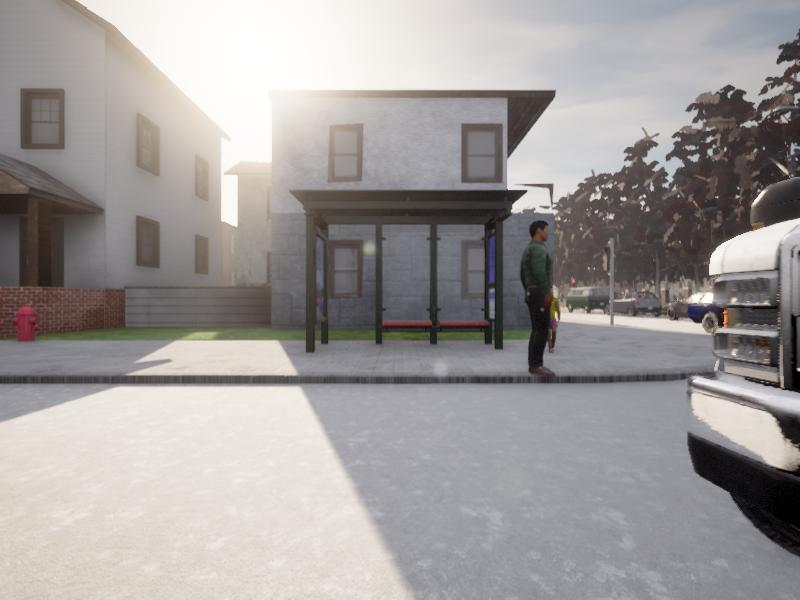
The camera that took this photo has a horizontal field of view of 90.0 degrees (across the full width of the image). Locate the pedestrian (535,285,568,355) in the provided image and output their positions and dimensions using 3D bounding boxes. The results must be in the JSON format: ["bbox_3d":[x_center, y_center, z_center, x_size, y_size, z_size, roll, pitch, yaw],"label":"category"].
[{"bbox_3d":[2.478,0.308,6.570,0.500,1.100,0.500,0,0,19],"label":"pedestrian"}]

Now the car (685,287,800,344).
[{"bbox_3d":[10.039,0.351,10.454,1.895,1.301,4.718,0,0,1],"label":"car"}]

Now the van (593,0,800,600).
[{"bbox_3d":[4.175,-0.220,1.665,6.366,2.431,2.351,0,0,-21],"label":"van"}]

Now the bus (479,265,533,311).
[{"bbox_3d":[10.744,-1.113,41.868,3.944,4.253,10.273,0,0,6],"label":"bus"}]

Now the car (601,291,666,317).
[{"bbox_3d":[14.191,0.242,24.569,1.845,1.501,3.633,0,0,-1],"label":"car"}]

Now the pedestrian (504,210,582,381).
[{"bbox_3d":[1.661,-0.051,4.767,0.751,1.860,0.751,0,0,9],"label":"pedestrian"}]

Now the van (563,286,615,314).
[{"bbox_3d":[14.271,0.016,30.576,1.775,1.987,4.442,0,0,-2],"label":"van"}]

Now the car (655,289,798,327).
[{"bbox_3d":[13.943,0.307,17.676,2.033,1.411,5.357,0,0,2],"label":"car"}]
